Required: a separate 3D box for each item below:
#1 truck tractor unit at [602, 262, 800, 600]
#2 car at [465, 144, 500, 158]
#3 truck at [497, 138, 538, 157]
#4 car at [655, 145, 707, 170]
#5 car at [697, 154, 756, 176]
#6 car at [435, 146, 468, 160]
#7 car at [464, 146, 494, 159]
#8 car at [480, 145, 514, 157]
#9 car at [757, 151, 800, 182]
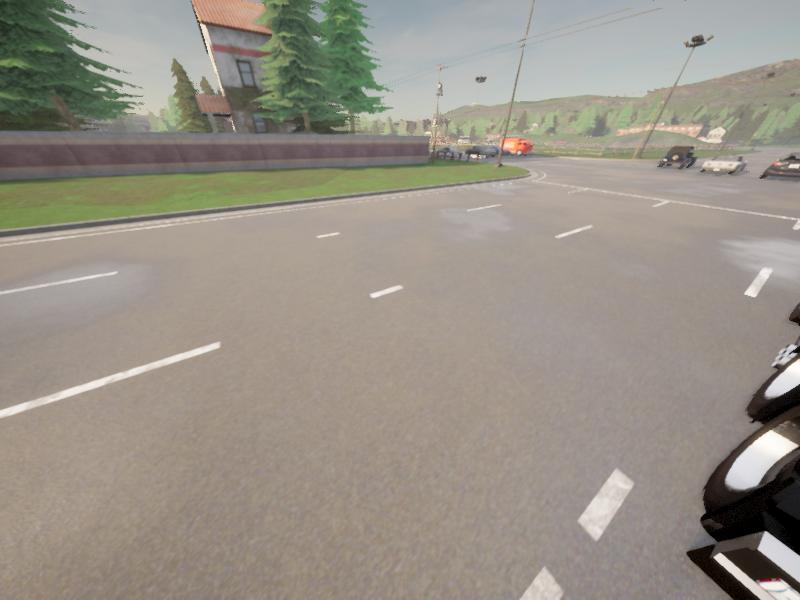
[{"bbox_3d":[5.105,-0.308,0.783,6.516,4.208,3.053,-19,39,-24],"label":"truck tractor unit"},{"bbox_3d":[13.053,-23.851,36.942,2.152,1.651,5.027,-19,39,-26],"label":"car"},{"bbox_3d":[19.649,-25.682,38.900,2.627,2.467,5.204,-19,39,-26],"label":"truck"},{"bbox_3d":[27.855,-14.195,22.958,3.866,1.878,1.905,-19,39,-26],"label":"car"},{"bbox_3d":[28.023,-11.664,19.844,4.718,1.301,1.895,-19,39,-26],"label":"car"},{"bbox_3d":[7.345,-21.471,33.634,1.812,1.442,4.674,-19,39,-26],"label":"car"},{"bbox_3d":[11.431,-21.534,33.660,1.789,1.549,3.705,-19,39,-26],"label":"car"},{"bbox_3d":[16.030,-24.855,38.483,1.882,1.535,5.008,-19,39,-26],"label":"car"},{"bbox_3d":[29.032,-9.820,16.876,4.611,1.667,2.242,-19,39,-26],"label":"car"}]
